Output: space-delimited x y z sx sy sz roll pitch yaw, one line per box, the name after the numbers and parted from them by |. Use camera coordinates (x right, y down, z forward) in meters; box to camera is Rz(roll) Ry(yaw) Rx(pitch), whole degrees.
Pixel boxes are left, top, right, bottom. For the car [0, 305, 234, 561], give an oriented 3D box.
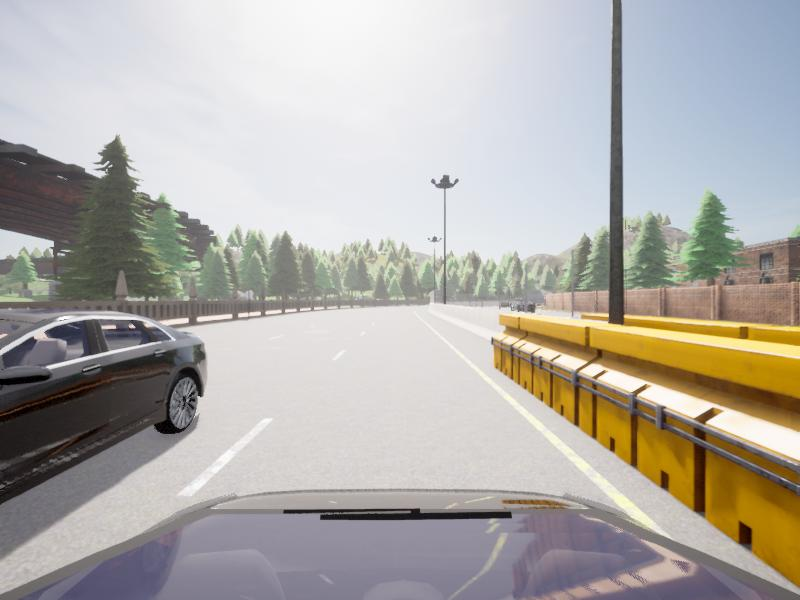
-3.499 0.833 3.434 2.128 1.511 4.902 0 0 0 | car
